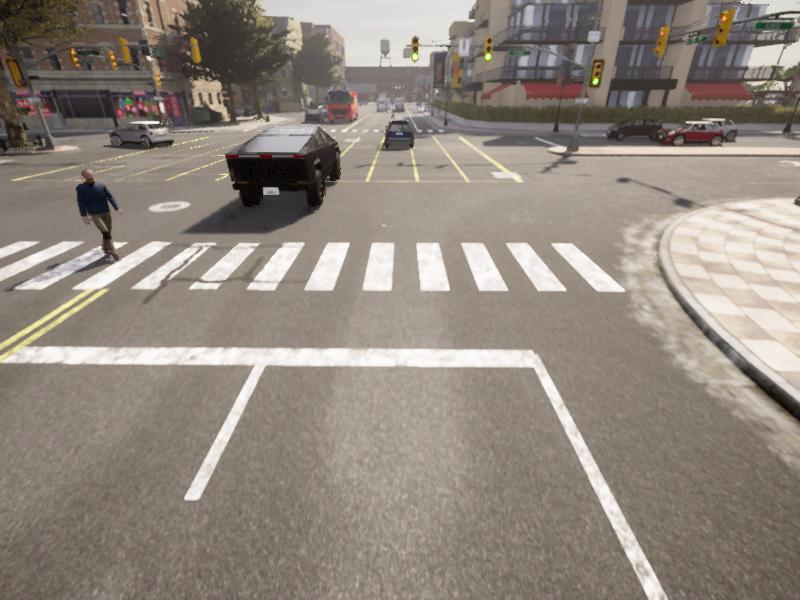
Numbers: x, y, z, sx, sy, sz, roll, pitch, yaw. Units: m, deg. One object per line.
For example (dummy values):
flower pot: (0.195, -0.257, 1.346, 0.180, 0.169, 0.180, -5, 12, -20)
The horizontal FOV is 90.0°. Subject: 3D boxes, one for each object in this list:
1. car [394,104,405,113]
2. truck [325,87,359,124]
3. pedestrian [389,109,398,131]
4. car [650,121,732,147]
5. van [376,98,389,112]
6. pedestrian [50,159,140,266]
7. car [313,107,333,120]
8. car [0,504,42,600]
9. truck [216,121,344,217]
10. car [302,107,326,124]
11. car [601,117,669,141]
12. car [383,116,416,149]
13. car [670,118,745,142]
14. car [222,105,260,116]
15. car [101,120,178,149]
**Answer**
car: (-0.102, -37.151, 77.637, 1.994, 1.385, 4.181, 0, 27, 0)
truck: (-7.070, -24.430, 50.123, 2.891, 3.827, 8.468, 0, 27, 0)
pedestrian: (-0.607, -16.665, 37.082, 0.751, 1.860, 0.751, 0, 27, 1)
car: (19.463, -11.192, 26.924, 3.806, 1.475, 1.970, 0, 27, 0)
van: (-3.605, -40.090, 82.219, 2.351, 2.431, 6.366, 0, 27, 0)
pedestrian: (-5.978, -1.728, 7.915, 0.751, 1.860, 0.751, 20, 33, 33)
car: (-10.573, -25.831, 55.458, 1.812, 1.442, 4.674, 0, 27, 0)
car: (-3.502, 2.069, 0.924, 1.845, 1.501, 3.633, 0, 27, 0)
truck: (-3.516, -4.686, 13.487, 2.390, 2.098, 6.274, 0, 27, 0)
car: (-10.567, -22.846, 49.417, 1.930, 1.638, 5.238, 0, 27, -1)
car: (17.544, -12.828, 30.027, 3.705, 1.549, 1.789, 0, 27, 0)
car: (-0.036, -11.446, 27.210, 2.033, 1.649, 4.856, 0, 28, 0)
car: (22.977, -12.777, 30.026, 3.806, 1.475, 1.970, 0, 27, 0)
car: (-25.386, -30.276, 64.004, 4.974, 1.542, 2.038, 1, 27, 1)
car: (-17.115, -10.949, 26.360, 3.806, 1.475, 1.970, 9, 28, 17)
